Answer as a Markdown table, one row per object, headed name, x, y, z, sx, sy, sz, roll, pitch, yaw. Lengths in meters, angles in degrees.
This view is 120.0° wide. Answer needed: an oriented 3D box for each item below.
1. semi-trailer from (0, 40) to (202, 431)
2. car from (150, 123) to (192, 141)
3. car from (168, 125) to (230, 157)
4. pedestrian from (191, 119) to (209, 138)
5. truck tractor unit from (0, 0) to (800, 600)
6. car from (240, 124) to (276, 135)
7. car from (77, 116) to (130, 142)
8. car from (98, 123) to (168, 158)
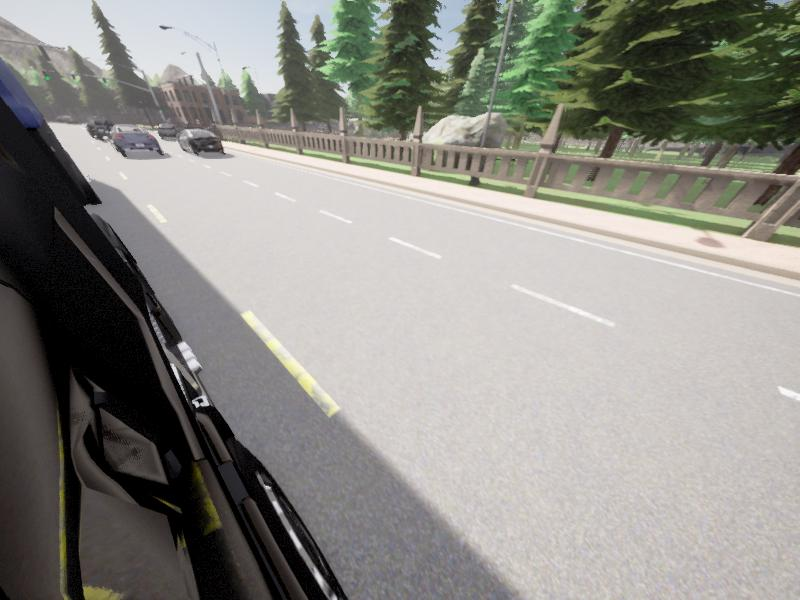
| name | x | y | z | sx | sy | sz | roll | pitch | yaw |
| --- | --- | --- | --- | --- | --- | --- | --- | --- | --- |
| semi-trailer | -8.718 | -3.587 | 4.214 | 14.254 | 4.402 | 2.717 | 28 | 44 | 30 |
| car | -27.167 | -20.174 | 27.658 | 2.128 | 1.511 | 4.902 | -14 | 40 | -21 |
| car | -15.193 | -12.033 | 17.420 | 5.238 | 1.638 | 1.930 | 29 | 44 | 31 |
| pedestrian | -24.761 | -21.196 | 28.588 | 0.751 | 1.860 | 0.751 | 14 | 38 | 14 |
| truck tractor unit | -2.645 | -0.295 | 0.351 | 6.516 | 4.208 | 3.053 | 28 | 44 | 30 |
| car | -27.244 | -32.760 | 44.418 | 1.801 | 1.575 | 5.366 | 29 | 44 | 31 |
| car | -29.864 | -17.227 | 23.247 | 4.605 | 1.855 | 1.932 | 24 | 42 | 26 |
| car | -18.394 | -11.022 | 15.883 | 5.027 | 1.651 | 2.152 | 29 | 44 | 31 |
